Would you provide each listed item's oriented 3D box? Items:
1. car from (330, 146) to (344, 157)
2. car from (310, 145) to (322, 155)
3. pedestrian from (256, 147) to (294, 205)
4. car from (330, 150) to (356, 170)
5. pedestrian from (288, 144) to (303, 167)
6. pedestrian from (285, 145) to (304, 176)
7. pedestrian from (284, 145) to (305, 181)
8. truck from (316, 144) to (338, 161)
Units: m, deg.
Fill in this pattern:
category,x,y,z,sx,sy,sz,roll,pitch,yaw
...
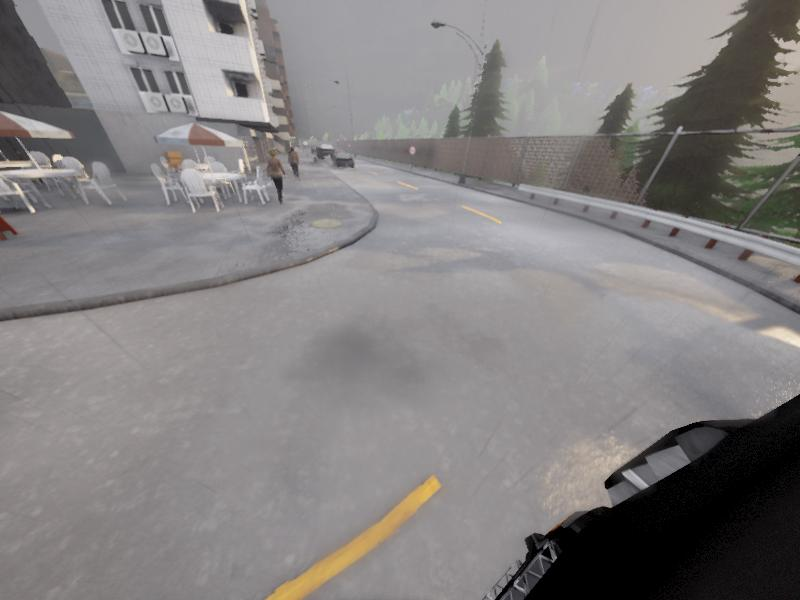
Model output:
category,x,y,z,sx,sy,sz,roll,pitch,yaw
car,-13.674,-32.393,50.264,2.097,1.767,4.553,-10,36,-19
car,-19.118,-34.194,52.693,1.930,1.638,5.238,-10,36,-19
pedestrian,-4.681,-4.683,8.778,0.751,1.860,0.751,-5,34,-11
car,-6.351,-15.489,25.515,1.882,1.535,5.008,-10,36,-19
pedestrian,-10.069,-13.934,22.338,0.751,1.860,0.751,29,41,33
pedestrian,-7.531,-9.948,16.514,0.751,1.860,0.751,-15,38,-25
pedestrian,-6.613,-8.577,14.513,0.751,1.860,0.751,-15,37,-25
truck,-11.548,-23.347,36.478,2.390,2.098,6.274,-10,35,-19
